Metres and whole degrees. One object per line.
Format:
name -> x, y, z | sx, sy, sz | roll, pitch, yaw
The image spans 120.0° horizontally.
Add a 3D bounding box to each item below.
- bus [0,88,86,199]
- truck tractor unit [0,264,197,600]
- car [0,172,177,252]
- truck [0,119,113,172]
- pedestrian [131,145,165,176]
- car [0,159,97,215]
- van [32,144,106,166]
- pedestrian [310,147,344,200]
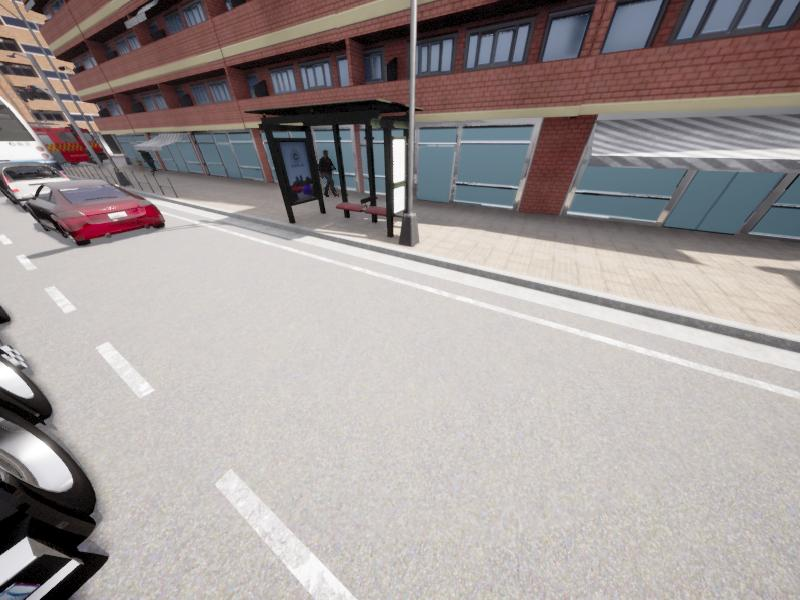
bus -> -23.285, -8.483, 12.627 | 10.273, 4.253, 3.944 | 18, 39, 24
truck tractor unit -> -5.110, -0.301, 0.779 | 6.516, 4.208, 3.053 | 18, 39, 24
car -> -9.288, -2.824, 6.922 | 4.181, 1.385, 1.994 | 17, 38, 23
truck -> -35.984, -15.806, 23.606 | 2.891, 3.827, 8.468 | -5, 35, -6
pedestrian -> -18.050, -10.028, 16.589 | 0.751, 1.860, 0.751 | 17, 38, 23
car -> -15.346, -4.888, 9.721 | 3.988, 1.617, 1.851 | 18, 39, 24
van -> -38.963, -17.300, 27.382 | 1.775, 1.987, 4.442 | 18, 39, 25
pedestrian -> -3.007, -5.319, 9.718 | 0.751, 1.860, 0.751 | 18, 39, 24
